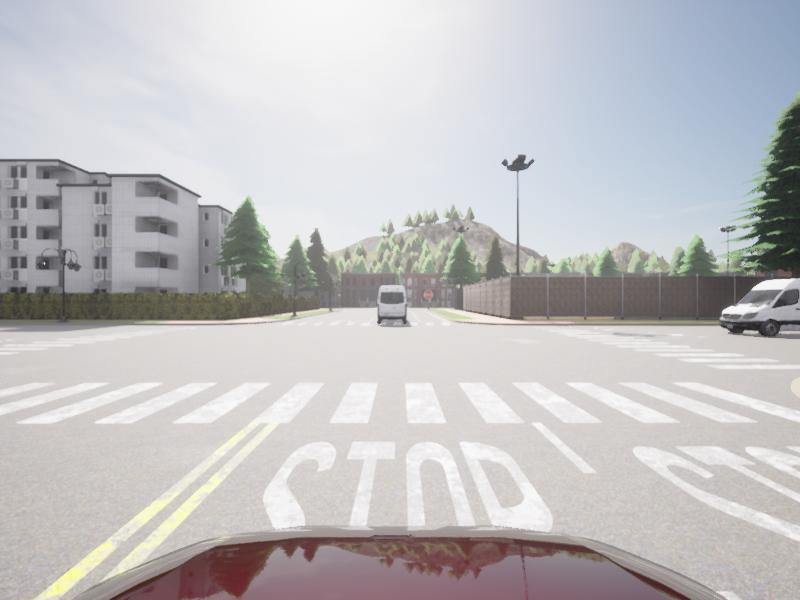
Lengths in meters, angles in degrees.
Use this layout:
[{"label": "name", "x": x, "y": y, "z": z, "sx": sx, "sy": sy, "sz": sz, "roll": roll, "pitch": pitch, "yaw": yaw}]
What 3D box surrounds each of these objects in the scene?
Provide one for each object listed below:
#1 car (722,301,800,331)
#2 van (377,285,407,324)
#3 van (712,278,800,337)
[{"label": "car", "x": 20.447, "y": 0.825, "z": 21.597, "sx": 4.514, "sy": 1.525, "sz": 2.007, "roll": 0, "pitch": 0, "yaw": 1}, {"label": "van", "x": -0.529, "y": 0.302, "z": 29.156, "sx": 1.988, "sy": 2.561, "sz": 5.915, "roll": 0, "pitch": 0, "yaw": 0}, {"label": "van", "x": 17.911, "y": 0.319, "z": 18.134, "sx": 5.915, "sy": 2.561, "sz": 1.988, "roll": 0, "pitch": 0, "yaw": 1}]
